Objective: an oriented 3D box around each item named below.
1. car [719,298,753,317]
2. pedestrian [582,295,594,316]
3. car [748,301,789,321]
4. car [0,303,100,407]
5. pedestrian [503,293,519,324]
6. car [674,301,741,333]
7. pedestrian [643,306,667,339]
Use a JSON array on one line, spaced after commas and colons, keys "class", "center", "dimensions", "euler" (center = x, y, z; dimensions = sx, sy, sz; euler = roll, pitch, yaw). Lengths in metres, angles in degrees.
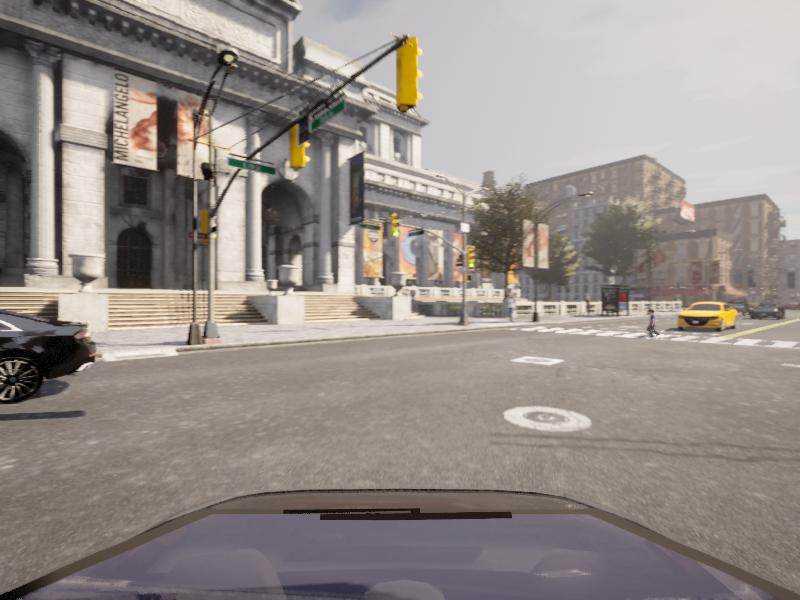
[{"class": "car", "center": [35.019, 0.710, 41.643], "dimensions": [4.605, 1.855, 1.932], "euler": [0, 0, -40]}, {"class": "pedestrian", "center": [16.848, 0.508, 35.845], "dimensions": [0.751, 1.860, 0.751], "euler": [0, 0, -33]}, {"class": "car", "center": [31.272, 0.881, 33.929], "dimensions": [4.514, 1.525, 2.007], "euler": [0, 0, -40]}, {"class": "car", "center": [-7.543, 0.819, 5.877], "dimensions": [4.902, 1.511, 2.128], "euler": [0, 0, -40]}, {"class": "pedestrian", "center": [6.844, 0.491, 24.637], "dimensions": [0.751, 1.860, 0.751], "euler": [0, 0, 35]}, {"class": "car", "center": [16.854, 0.850, 21.828], "dimensions": [5.008, 1.535, 1.882], "euler": [0, 0, -40]}, {"class": "pedestrian", "center": [10.805, 0.934, 16.954], "dimensions": [0.751, 1.300, 0.751], "euler": [0, 0, 42]}]
